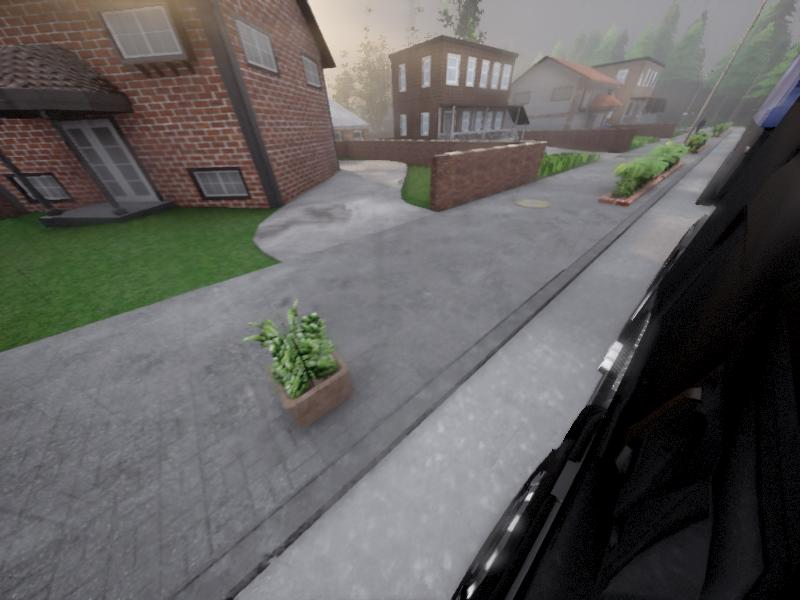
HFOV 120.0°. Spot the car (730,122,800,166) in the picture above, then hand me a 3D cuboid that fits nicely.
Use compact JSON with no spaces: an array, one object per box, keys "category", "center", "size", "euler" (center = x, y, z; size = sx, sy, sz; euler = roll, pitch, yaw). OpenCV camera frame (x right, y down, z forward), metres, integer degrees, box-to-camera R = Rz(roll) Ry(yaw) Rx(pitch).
[{"category":"car","center":[20.291,-8.637,12.610],"size":[5.238,1.638,1.930],"euler":[-28,44,-30]}]

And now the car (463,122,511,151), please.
[{"category":"car","center":[7.675,-14.445,20.370],"size":[3.866,1.878,1.905],"euler":[-28,44,-30]}]

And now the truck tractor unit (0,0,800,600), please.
[{"category":"truck tractor unit","center":[2.645,-0.295,0.351],"size":[6.516,4.208,3.053],"euler":[-28,44,-30]}]

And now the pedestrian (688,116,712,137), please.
[{"category":"pedestrian","center":[33.191,-19.194,25.566],"size":[0.751,1.860,0.751],"euler":[20,42,27]}]

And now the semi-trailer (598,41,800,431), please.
[{"category":"semi-trailer","center":[8.695,-3.600,4.243],"size":[14.254,4.402,2.717],"euler":[-28,44,-30]}]

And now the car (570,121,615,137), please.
[{"category":"car","center":[23.622,-21.042,28.514],"size":[1.845,1.501,3.633],"euler":[-28,44,-30]}]
